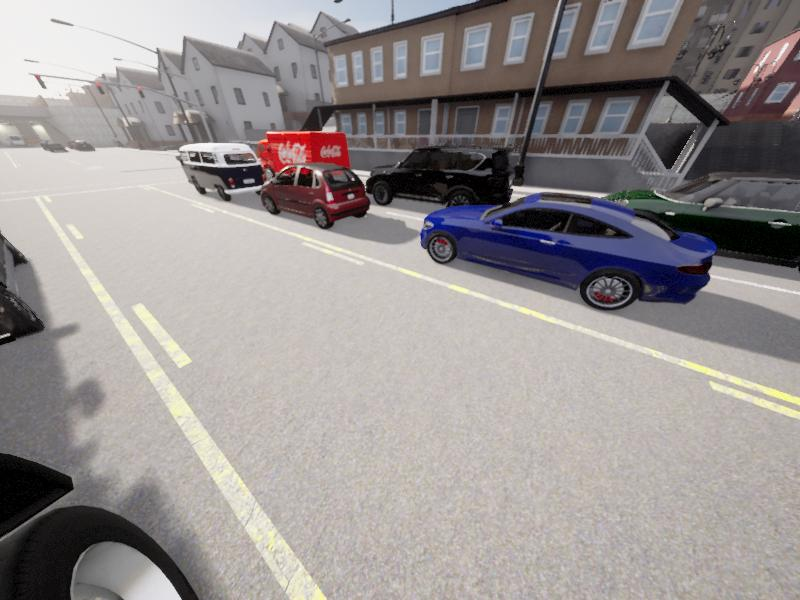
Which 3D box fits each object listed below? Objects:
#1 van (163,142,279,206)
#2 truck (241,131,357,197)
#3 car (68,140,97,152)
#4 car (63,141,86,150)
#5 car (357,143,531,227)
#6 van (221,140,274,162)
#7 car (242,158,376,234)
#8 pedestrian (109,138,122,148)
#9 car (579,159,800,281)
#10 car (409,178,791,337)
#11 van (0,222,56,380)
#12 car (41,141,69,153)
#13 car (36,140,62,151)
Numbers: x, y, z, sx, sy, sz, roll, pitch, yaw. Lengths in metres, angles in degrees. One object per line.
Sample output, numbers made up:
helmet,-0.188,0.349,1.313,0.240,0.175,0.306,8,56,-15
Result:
van,-8.003,-5.846,10.414,4.480,2.038,2.069,22,41,28
truck,-5.201,-7.258,12.064,5.204,2.467,2.627,23,41,29
car,-60.387,-29.336,43.920,4.611,1.667,2.242,22,41,28
car,-68.424,-32.554,48.533,4.674,1.442,1.812,22,41,28
car,1.300,-4.520,8.578,5.566,2.045,2.150,22,41,28
van,-17.611,-17.318,26.920,1.775,1.987,4.442,30,43,35
car,-2.971,-3.629,7.670,3.988,1.617,1.851,22,41,28
pedestrian,-61.799,-34.132,50.148,0.751,1.860,0.751,0,35,-1
car,7.238,-2.024,5.286,4.553,1.767,2.097,22,41,28
car,2.644,-1.278,4.503,4.674,1.442,1.812,22,41,28
van,-7.297,-0.843,2.875,5.915,2.561,1.988,22,41,28
car,-60.762,-26.993,40.668,4.514,1.525,2.007,22,41,28
car,-68.437,-30.180,44.991,5.238,1.638,1.930,22,41,28
